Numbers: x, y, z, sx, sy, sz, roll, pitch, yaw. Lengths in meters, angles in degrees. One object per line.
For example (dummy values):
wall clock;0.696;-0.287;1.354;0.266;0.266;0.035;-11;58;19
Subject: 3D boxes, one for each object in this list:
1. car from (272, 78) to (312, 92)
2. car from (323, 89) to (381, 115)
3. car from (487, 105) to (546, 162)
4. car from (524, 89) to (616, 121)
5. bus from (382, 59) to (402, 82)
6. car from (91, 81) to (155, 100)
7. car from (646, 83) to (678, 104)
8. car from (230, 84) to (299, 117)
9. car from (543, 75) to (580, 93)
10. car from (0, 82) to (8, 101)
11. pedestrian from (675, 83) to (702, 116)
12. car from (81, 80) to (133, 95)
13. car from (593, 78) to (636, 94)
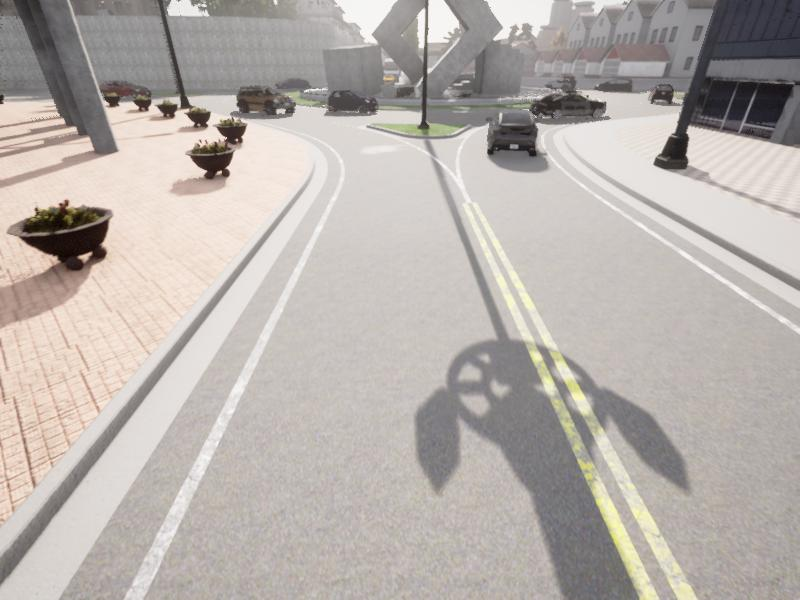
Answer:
car;-15.485;-31.055;57.644;5.027;1.651;2.152;-22;37;-33
car;-3.419;-14.359;28.974;3.633;1.501;1.845;12;33;19
car;4.611;-6.980;16.420;1.837;1.490;4.892;6;31;10
car;11.105;-12.793;26.198;5.238;1.638;1.930;-9;32;-15
bus;-1.652;-50.748;88.330;3.944;4.253;10.273;0;31;1
car;-28.885;-21.961;41.839;5.027;1.651;2.152;4;31;6
car;24.710;-19.596;37.902;1.789;1.549;3.705;13;33;19
car;-9.575;-14.134;28.247;4.605;1.855;1.932;19;36;30
car;21.333;-28.645;53.027;3.866;1.878;1.905;25;39;36
car;-42.155;-20.713;39.793;3.988;1.617;1.851;1;30;1
pedestrian;18.719;-13.006;26.001;0.751;1.860;0.751;27;40;37
car;-35.694;-26.014;48.917;4.514;1.525;2.007;-1;30;-1
car;28.207;-28.270;52.723;4.611;1.667;2.242;14;33;22
